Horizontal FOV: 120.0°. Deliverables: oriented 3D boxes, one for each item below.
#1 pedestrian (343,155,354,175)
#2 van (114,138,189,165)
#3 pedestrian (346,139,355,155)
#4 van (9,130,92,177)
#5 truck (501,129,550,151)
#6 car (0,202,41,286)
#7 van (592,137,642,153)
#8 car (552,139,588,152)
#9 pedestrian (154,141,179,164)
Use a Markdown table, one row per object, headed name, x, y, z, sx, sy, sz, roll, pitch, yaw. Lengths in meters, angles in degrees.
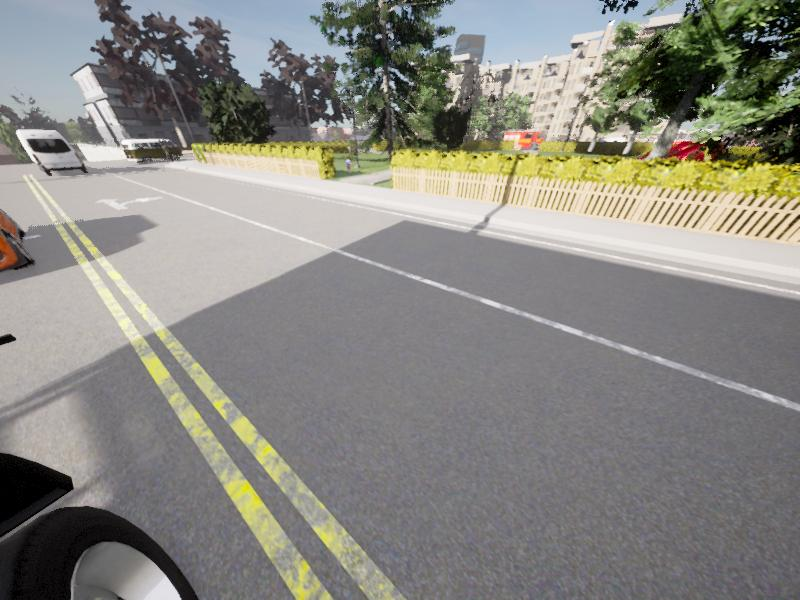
| name | x | y | z | sx | sy | sz | roll | pitch | yaw |
| --- | --- | --- | --- | --- | --- | --- | --- | --- | --- |
| pedestrian | -3.409 | -8.965 | 15.367 | 0.500 | 1.100 | 0.500 | -13 | 37 | -17 |
| van | -25.723 | -15.590 | 24.158 | 2.069 | 2.038 | 4.480 | 14 | 40 | 20 |
| pedestrian | -6.866 | -21.254 | 32.128 | 0.751 | 1.860 | 0.751 | 2 | 35 | 2 |
| van | -25.289 | -10.693 | 16.713 | 5.915 | 2.561 | 1.988 | 22 | 41 | 28 |
| truck | 27.918 | -35.923 | 51.797 | 8.468 | 3.827 | 2.891 | 24 | 41 | 29 |
| car | -9.477 | -1.467 | 4.373 | 4.553 | 1.767 | 2.097 | 22 | 41 | 28 |
| van | 41.238 | -29.657 | 44.210 | 6.366 | 2.431 | 2.351 | 23 | 41 | 29 |
| car | 35.138 | -32.085 | 47.944 | 5.566 | 2.045 | 2.150 | 23 | 41 | 29 |
| pedestrian | -22.495 | -14.234 | 22.305 | 0.751 | 1.860 | 0.751 | 14 | 38 | 19 |
